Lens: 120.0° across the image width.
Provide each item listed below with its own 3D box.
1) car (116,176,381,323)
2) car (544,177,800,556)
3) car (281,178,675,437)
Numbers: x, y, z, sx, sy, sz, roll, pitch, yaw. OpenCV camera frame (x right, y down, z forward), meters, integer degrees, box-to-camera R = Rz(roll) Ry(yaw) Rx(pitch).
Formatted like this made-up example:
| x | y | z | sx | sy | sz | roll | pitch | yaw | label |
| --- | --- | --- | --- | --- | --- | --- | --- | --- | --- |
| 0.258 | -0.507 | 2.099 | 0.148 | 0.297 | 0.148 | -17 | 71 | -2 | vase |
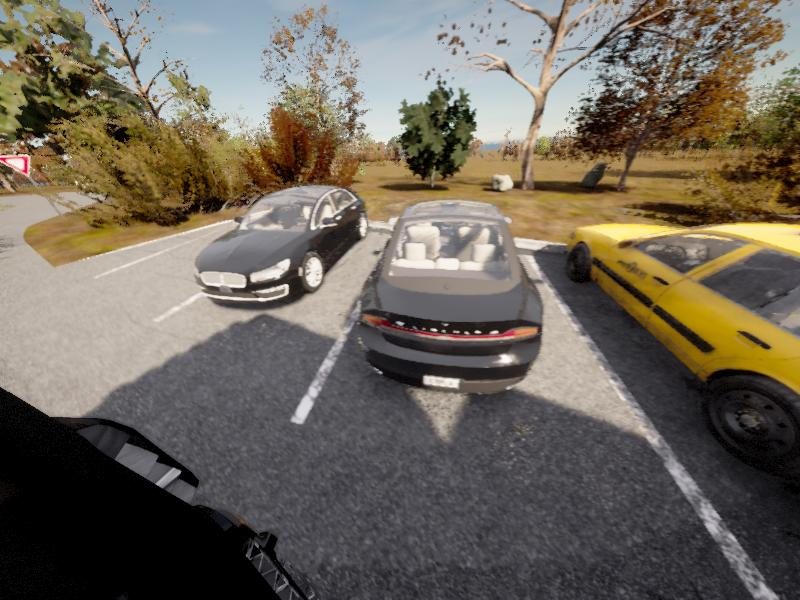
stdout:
| x | y | z | sx | sy | sz | roll | pitch | yaw | label |
| --- | --- | --- | --- | --- | --- | --- | --- | --- | --- |
| -2.172 | -1.702 | 5.273 | 2.231 | 1.521 | 4.892 | 4 | 34 | 9 | car |
| 3.720 | -0.116 | 2.456 | 1.946 | 1.575 | 5.366 | 4 | 33 | 10 | car |
| 0.756 | -0.852 | 3.782 | 2.231 | 1.521 | 4.892 | 4 | 33 | 10 | car |
